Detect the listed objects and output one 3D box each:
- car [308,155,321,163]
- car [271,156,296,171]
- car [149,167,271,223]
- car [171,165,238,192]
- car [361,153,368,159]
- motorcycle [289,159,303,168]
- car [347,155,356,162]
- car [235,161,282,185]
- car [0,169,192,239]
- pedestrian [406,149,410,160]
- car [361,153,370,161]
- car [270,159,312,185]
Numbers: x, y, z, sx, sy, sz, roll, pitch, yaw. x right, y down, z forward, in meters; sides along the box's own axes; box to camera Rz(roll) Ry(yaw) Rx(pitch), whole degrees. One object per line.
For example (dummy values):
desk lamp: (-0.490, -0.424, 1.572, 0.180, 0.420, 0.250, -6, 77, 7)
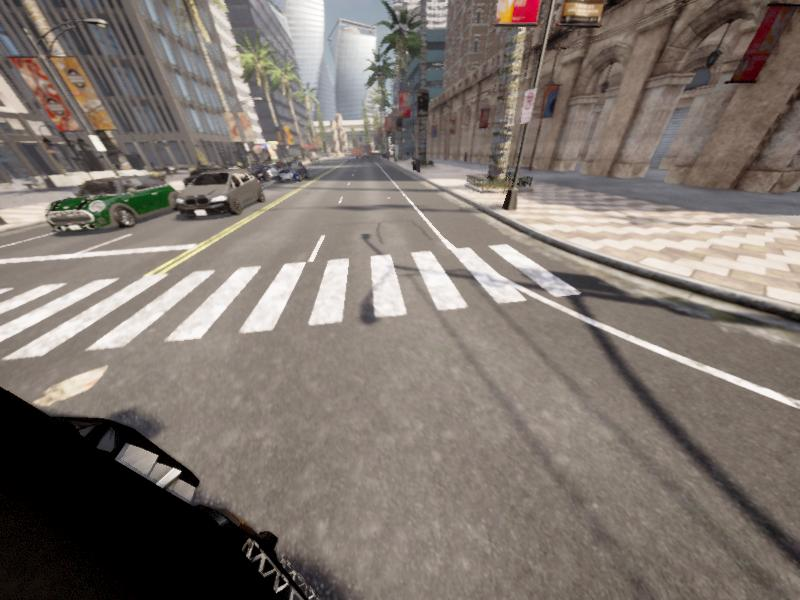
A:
car: (-23.091, -38.179, 62.475, 2.231, 1.521, 4.892, -6, 33, -5)
car: (-19.095, -22.464, 37.981, 2.185, 1.767, 4.553, -6, 33, -5)
car: (-8.355, -5.167, 10.946, 2.242, 1.667, 4.611, -6, 33, -5)
car: (-16.396, -10.475, 19.778, 2.163, 1.488, 4.792, -6, 33, -5)
car: (-10.923, -44.679, 71.552, 1.801, 1.575, 5.366, -6, 33, -5)
motorcycle: (-19.939, -26.204, 44.266, 0.764, 1.277, 2.356, 11, 36, 20)
car: (-12.320, -36.066, 58.723, 1.895, 1.301, 4.718, -6, 33, -5)
car: (-13.642, -12.573, 22.735, 2.038, 1.542, 4.974, -6, 34, -5)
car: (-11.677, -4.231, 9.632, 2.097, 1.767, 4.553, -6, 33, -5)
pedestrian: (1.628, -30.963, 49.140, 0.751, 1.860, 0.751, -4, 33, -2)
car: (-9.209, -37.891, 61.150, 2.128, 1.511, 4.902, -6, 33, -5)
car: (-9.949, -11.993, 21.513, 2.033, 1.649, 4.856, -6, 34, -5)
